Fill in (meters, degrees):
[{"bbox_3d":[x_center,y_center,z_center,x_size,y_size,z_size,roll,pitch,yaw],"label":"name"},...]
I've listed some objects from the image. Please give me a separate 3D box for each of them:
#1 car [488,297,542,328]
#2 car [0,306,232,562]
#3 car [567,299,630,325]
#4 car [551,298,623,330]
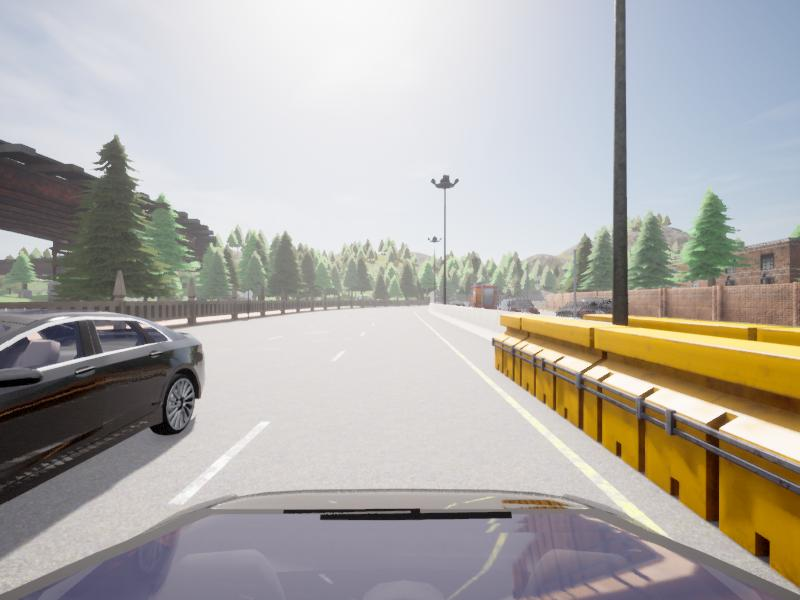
[{"bbox_3d":[7.003,0.700,24.935,2.097,1.767,4.553,0,0,0],"label":"car"},{"bbox_3d":[-3.500,0.837,3.363,2.128,1.511,4.902,0,0,0],"label":"car"},{"bbox_3d":[14.003,0.783,28.604,2.033,1.649,4.856,0,0,0],"label":"car"},{"bbox_3d":[10.599,0.752,23.172,2.242,1.667,4.611,0,-1,4],"label":"car"}]
